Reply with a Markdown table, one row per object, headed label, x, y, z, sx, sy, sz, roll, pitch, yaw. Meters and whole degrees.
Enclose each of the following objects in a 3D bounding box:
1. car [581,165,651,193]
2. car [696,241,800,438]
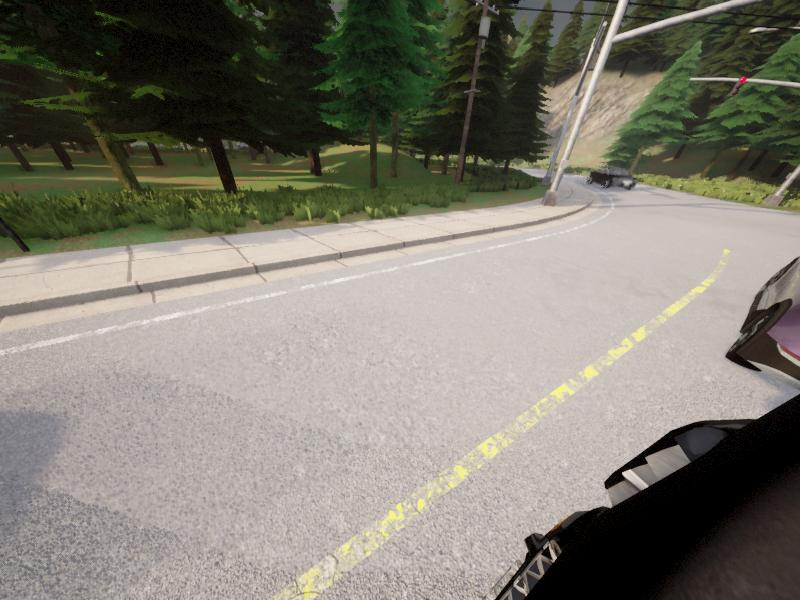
| label | x | y | z | sx | sy | sz | roll | pitch | yaw |
| --- | --- | --- | --- | --- | --- | --- | --- | --- | --- |
| car | 17.663 | -10.217 | 19.316 | 2.128 | 1.511 | 4.902 | 9 | 34 | 9 |
| car | 6.133 | 0.164 | 2.695 | 4.856 | 1.649 | 2.033 | -17 | 39 | -28 |
